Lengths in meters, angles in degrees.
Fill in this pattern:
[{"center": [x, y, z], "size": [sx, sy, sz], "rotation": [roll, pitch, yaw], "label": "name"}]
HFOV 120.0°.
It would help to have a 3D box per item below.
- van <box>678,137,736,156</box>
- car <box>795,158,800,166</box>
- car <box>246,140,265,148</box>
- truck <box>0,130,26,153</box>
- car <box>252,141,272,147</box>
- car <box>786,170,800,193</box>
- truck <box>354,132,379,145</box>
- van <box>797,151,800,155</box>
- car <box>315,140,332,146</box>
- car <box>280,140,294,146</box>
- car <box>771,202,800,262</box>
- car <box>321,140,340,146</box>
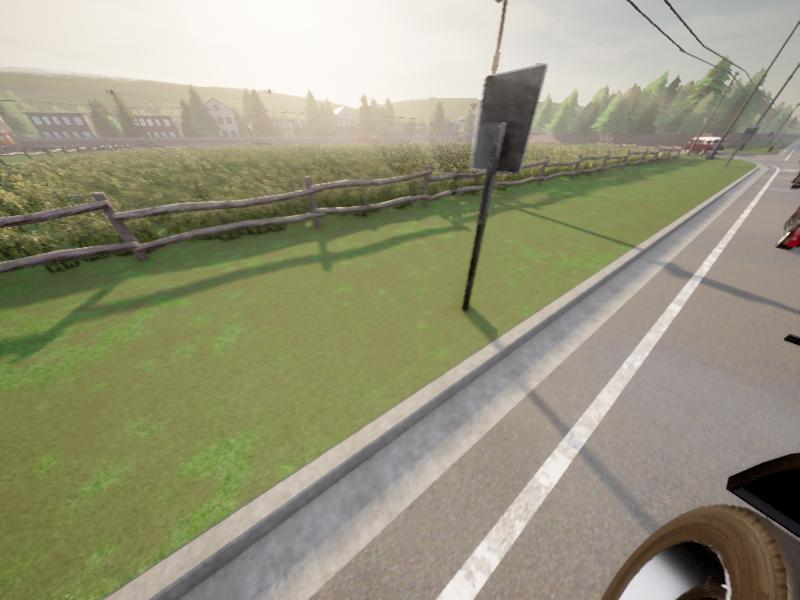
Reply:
[{"center": [42.117, -21.220, 31.902], "size": [2.069, 2.038, 4.480], "rotation": [6, 35, 9], "label": "van"}, {"center": [37.986, -12.941, 20.675], "size": [4.792, 1.488, 2.163], "rotation": [-22, 41, -28], "label": "car"}, {"center": [-39.059, -42.268, 62.541], "size": [3.866, 1.878, 1.905], "rotation": [-22, 41, -28], "label": "car"}, {"center": [-84.722, -32.008, 46.652], "size": [8.468, 3.827, 2.891], "rotation": [-22, 41, -28], "label": "truck"}, {"center": [-42.480, -48.091, 71.167], "size": [4.792, 1.488, 2.163], "rotation": [-22, 41, -28], "label": "car"}, {"center": [21.624, -6.330, 11.305], "size": [5.027, 1.651, 2.152], "rotation": [-22, 41, -28], "label": "car"}, {"center": [-12.034, -58.893, 84.202], "size": [8.468, 3.827, 2.891], "rotation": [-22, 41, -28], "label": "truck"}, {"center": [58.045, -21.506, 31.839], "size": [6.366, 2.431, 2.351], "rotation": [-22, 41, -28], "label": "van"}, {"center": [-25.469, -52.526, 77.271], "size": [5.008, 1.535, 1.882], "rotation": [-22, 41, -28], "label": "car"}, {"center": [-37.721, -52.504, 77.310], "size": [3.633, 1.501, 1.845], "rotation": [-22, 41, -28], "label": "car"}, {"center": [10.794, -1.816, 5.208], "size": [4.181, 1.385, 1.994], "rotation": [-22, 41, -28], "label": "car"}, {"center": [-22.645, -51.213, 75.382], "size": [5.366, 1.575, 1.801], "rotation": [-22, 41, -28], "label": "car"}]
